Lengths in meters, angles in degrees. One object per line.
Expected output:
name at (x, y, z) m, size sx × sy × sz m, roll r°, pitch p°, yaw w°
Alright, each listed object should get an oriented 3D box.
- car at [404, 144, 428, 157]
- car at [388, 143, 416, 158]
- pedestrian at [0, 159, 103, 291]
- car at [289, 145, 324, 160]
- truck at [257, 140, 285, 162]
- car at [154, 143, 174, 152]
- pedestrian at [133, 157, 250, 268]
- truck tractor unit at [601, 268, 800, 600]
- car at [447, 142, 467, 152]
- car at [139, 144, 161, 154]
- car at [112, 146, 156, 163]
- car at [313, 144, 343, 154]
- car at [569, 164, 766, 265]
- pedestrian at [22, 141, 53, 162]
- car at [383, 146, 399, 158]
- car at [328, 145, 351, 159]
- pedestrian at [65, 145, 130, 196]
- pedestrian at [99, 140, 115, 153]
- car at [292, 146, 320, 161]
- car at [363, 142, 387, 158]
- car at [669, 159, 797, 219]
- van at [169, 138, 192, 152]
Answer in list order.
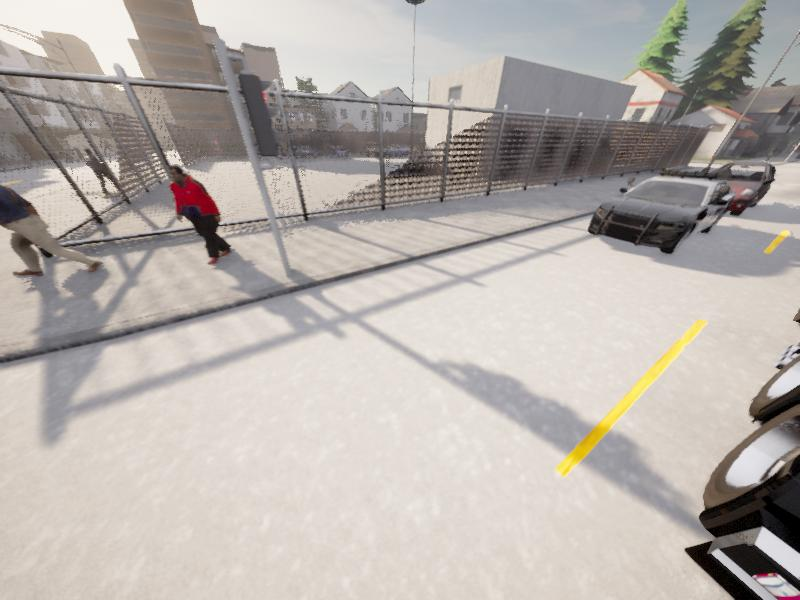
car at (2.541, -24.127, 37.212) m, size 1.816 × 1.474 × 4.193 m, roll -19°, pitch 39°, yaw -25°
car at (0.191, -22.904, 35.318) m, size 2.242 × 1.667 × 4.611 m, roll -19°, pitch 39°, yaw -25°
pedestrian at (-6.253, -1.223, 3.835) m, size 0.751 × 1.860 × 0.751 m, roll -22°, pitch 41°, yaw -29°
car at (-12.037, -19.161, 29.939) m, size 3.705 × 1.547 × 1.789 m, roll -19°, pitch 39°, yaw -25°
truck at (-15.802, -18.310, 28.266) m, size 2.069 × 2.038 × 4.478 m, roll -19°, pitch 39°, yaw -25°
car at (-55.083, -35.682, 54.008) m, size 2.152 × 1.651 × 5.027 m, roll -19°, pitch 39°, yaw -25°
pedestrian at (-3.865, -1.668, 4.495) m, size 0.751 × 1.860 × 0.751 m, roll 6°, pitch 35°, yaw 8°
truck tractor unit at (5.115, -0.297, 0.770) m, size 6.516 × 4.208 × 3.053 m, roll -18°, pitch 39°, yaw -24°
car at (12.331, -33.315, 50.287) m, size 3.866 × 1.878 × 1.905 m, roll 4°, pitch 35°, yaw 4°
car at (-48.493, -29.333, 44.897) m, size 1.970 × 1.475 × 3.806 m, roll -19°, pitch 39°, yaw -25°
car at (-31.148, -17.246, 27.293) m, size 2.033 × 1.411 × 5.357 m, roll -19°, pitch 39°, yaw -25°
car at (-13.383, -28.366, 43.316) m, size 4.892 × 1.490 × 1.837 m, roll -20°, pitch 40°, yaw -25°
car at (7.489, -2.688, 6.483) m, size 5.238 × 1.638 × 1.930 m, roll -19°, pitch 39°, yaw -25°
pedestrian at (-38.533, -15.844, 24.587) m, size 0.751 × 1.860 × 0.751 m, roll -9°, pitch 36°, yaw -14°
car at (-1.328, -21.903, 34.050) m, size 1.481 × 1.379 × 2.207 m, roll -19°, pitch 39°, yaw -25°
car at (-8.502, -20.720, 32.223) m, size 1.845 × 1.501 × 3.633 m, roll -19°, pitch 39°, yaw -25°
pedestrian at (-13.211, -5.697, 10.186) m, size 0.751 × 1.860 × 0.751 m, roll -9°, pitch 36°, yaw -13°
pedestrian at (-50.759, -26.676, 40.043) m, size 0.751 × 1.860 × 0.751 m, roll -18°, pitch 39°, yaw -24°
car at (-12.315, -19.116, 29.997) m, size 2.033 × 1.415 × 5.357 m, roll -19°, pitch 39°, yaw -25°
car at (-3.627, -21.878, 33.628) m, size 1.905 × 1.878 × 3.866 m, roll -19°, pitch 39°, yaw -25°
car at (13.285, -4.567, 9.258) m, size 3.988 × 1.617 × 1.851 m, roll -19°, pitch 39°, yaw -25°
van at (-48.962, -34.698, 51.684) m, size 2.351 × 2.431 × 6.366 m, roll -19°, pitch 39°, yaw -25°
